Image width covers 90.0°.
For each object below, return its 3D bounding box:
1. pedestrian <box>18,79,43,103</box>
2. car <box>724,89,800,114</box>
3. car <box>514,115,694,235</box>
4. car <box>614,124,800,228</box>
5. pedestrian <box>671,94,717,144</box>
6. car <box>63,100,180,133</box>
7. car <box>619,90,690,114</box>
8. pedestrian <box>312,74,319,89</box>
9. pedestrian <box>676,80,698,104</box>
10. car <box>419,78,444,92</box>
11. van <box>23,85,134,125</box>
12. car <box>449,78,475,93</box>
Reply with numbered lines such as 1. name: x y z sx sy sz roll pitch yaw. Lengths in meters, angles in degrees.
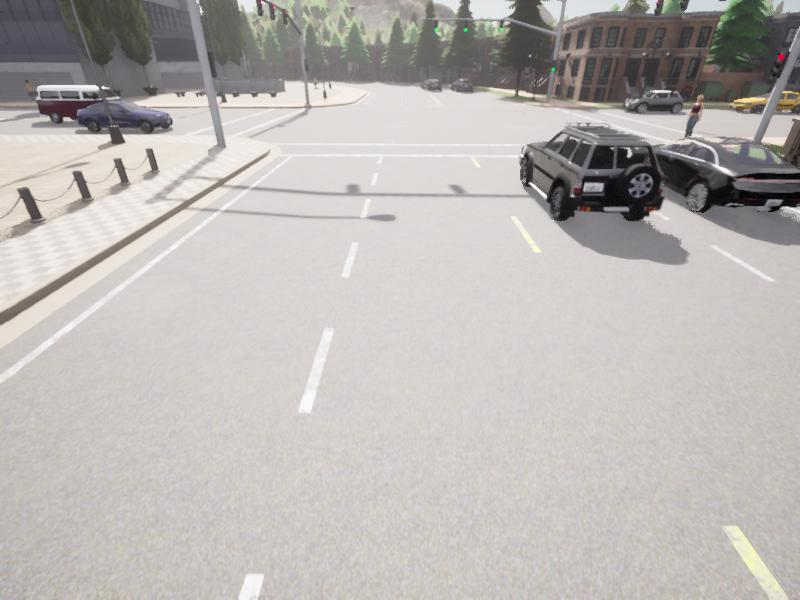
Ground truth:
1. pedestrian: -33.066 -18.741 35.840 0.751 1.860 0.751 8 31 14
2. car: 27.783 -14.794 29.792 5.366 1.575 1.801 1 30 1
3. car: 4.439 -3.292 9.777 1.932 1.855 4.605 0 30 1
4. car: 7.942 -3.463 10.445 2.128 1.511 4.902 1 30 1
5. pedestrian: 12.476 -7.708 17.018 0.751 1.860 0.751 -11 32 -18
6. car: -14.706 -9.814 21.351 4.674 1.442 1.812 1 30 2
7. car: 18.950 -14.835 29.953 3.806 1.475 1.970 0 30 1
8. pedestrian: -12.375 -31.868 58.338 0.751 1.860 0.751 -2 30 -4
9. pedestrian: 25.220 -18.291 35.145 0.751 1.860 0.751 -6 31 -11
10. car: 4.421 -30.897 57.419 2.163 1.488 4.792 -8 31 -13
11. van: -19.376 -11.907 24.335 4.480 2.038 2.069 0 30 1
12. car: 8.476 -29.568 55.090 2.242 1.667 4.611 -4 31 -7
